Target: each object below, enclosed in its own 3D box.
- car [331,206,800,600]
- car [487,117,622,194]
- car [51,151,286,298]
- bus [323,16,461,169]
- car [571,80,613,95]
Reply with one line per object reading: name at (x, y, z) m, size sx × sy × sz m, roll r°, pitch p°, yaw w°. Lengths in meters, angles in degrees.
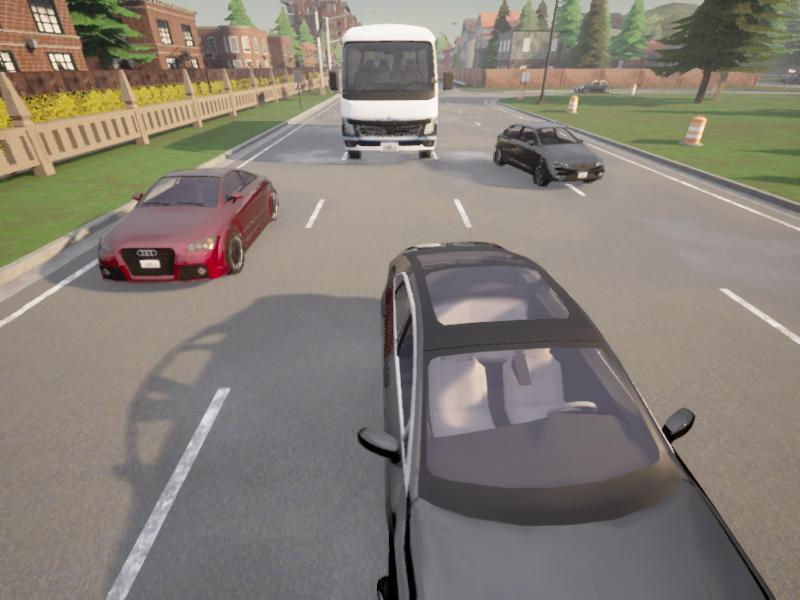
car at (0.769, 0.742, 3.235) m, size 2.128 × 1.511 × 4.902 m, roll -3°, pitch 30°, yaw -2°
car at (4.504, -4.680, 12.510) m, size 1.816 × 1.474 × 4.193 m, roll -7°, pitch 31°, yaw -11°
car at (-3.732, -1.694, 7.552) m, size 1.994 × 1.385 × 4.181 m, roll -1°, pitch 30°, yaw -1°
bus at (-0.313, -8.871, 16.948) m, size 3.944 × 4.253 × 10.273 m, roll -1°, pitch 30°, yaw -1°
car at (23.048, -25.546, 48.075) m, size 3.806 × 1.475 × 1.970 m, roll -5°, pitch 31°, yaw -8°
